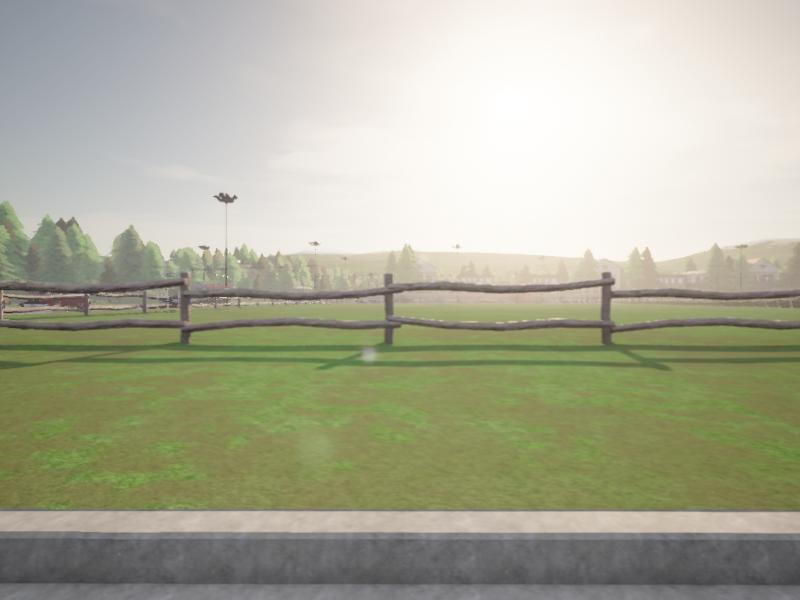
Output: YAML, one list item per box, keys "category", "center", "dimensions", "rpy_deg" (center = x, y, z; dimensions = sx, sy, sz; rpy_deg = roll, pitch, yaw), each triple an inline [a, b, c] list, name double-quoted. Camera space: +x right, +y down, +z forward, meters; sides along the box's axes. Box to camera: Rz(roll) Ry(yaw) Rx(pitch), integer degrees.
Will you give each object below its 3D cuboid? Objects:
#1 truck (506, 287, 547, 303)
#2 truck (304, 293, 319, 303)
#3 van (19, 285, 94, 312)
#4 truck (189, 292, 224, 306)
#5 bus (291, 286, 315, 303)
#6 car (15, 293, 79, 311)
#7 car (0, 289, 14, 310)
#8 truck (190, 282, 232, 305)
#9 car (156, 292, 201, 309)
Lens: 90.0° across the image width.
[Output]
- category: "truck"
  center: [28.983, -1.135, 91.813]
  dimensions: [8.468, 3.827, 2.891]
  rpy_deg: [0, 0, 0]
- category: "truck"
  center: [-22.616, -0.472, 102.423]
  dimensions: [2.627, 2.467, 5.204]
  rpy_deg: [0, 0, 1]
- category: "van"
  center: [-27.121, -0.116, 31.834]
  dimensions: [2.069, 2.038, 4.480]
  rpy_deg: [0, 0, 1]
- category: "truck"
  center: [-30.154, -0.204, 62.557]
  dimensions: [2.390, 2.098, 6.274]
  rpy_deg: [0, 0, 1]
- category: "bus"
  center: [-25.924, -1.376, 107.490]
  dimensions: [3.944, 4.253, 10.273]
  rpy_deg: [0, 0, 1]
- category: "car"
  center: [-30.577, 0.163, 34.831]
  dimensions: [1.816, 1.474, 4.193]
  rpy_deg: [0, 0, 1]
- category: "car"
  center: [-37.568, -0.040, 35.556]
  dimensions: [1.932, 1.855, 4.605]
  rpy_deg: [0, 0, 1]
- category: "truck"
  center: [-33.370, -1.088, 71.036]
  dimensions: [2.891, 3.827, 8.468]
  rpy_deg: [0, 0, 5]
- category: "car"
  center: [-23.465, 0.049, 42.581]
  dimensions: [2.242, 1.667, 4.611]
  rpy_deg: [0, 0, 1]
